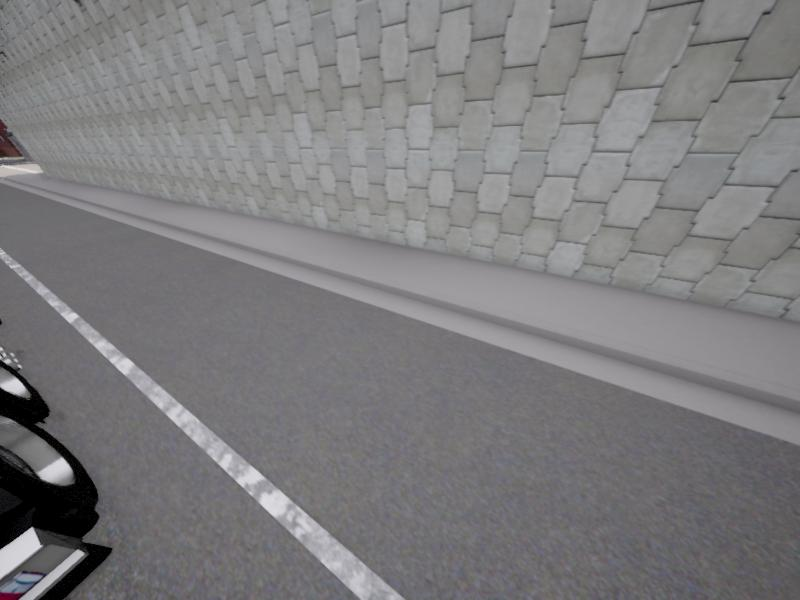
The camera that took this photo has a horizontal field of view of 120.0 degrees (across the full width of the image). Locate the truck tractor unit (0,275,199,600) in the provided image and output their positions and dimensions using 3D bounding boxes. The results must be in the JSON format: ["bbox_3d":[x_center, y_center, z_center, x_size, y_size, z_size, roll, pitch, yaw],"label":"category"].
[{"bbox_3d":[-5.136,-0.273,0.753,6.516,4.208,3.053,17,39,23],"label":"truck tractor unit"}]
